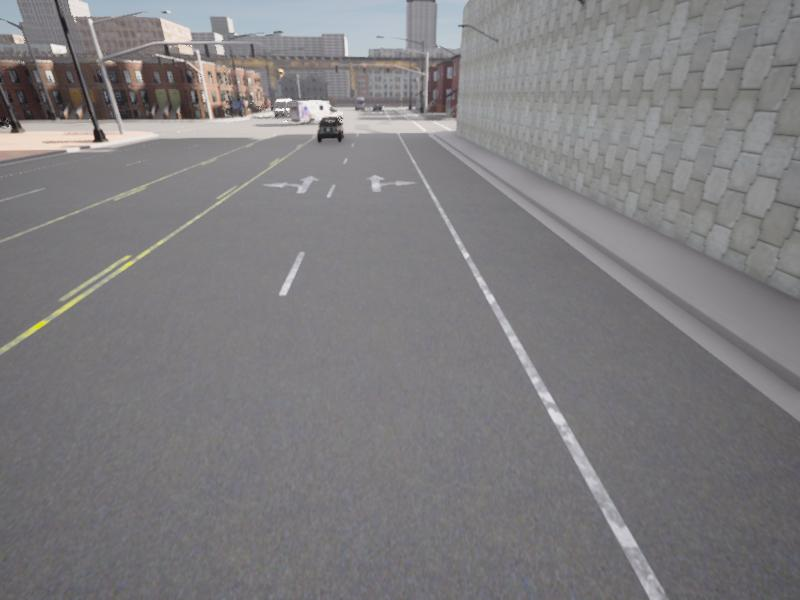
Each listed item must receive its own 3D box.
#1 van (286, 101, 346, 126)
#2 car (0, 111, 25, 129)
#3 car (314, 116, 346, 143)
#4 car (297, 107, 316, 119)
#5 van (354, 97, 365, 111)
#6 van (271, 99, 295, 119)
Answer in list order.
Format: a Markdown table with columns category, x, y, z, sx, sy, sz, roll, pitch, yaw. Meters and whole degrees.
| category | x | y | z | sx | sy | sz | roll | pitch | yaw |
| --- | --- | --- | --- | --- | --- | --- | --- | --- | --- |
| van | -9.567 | -21.592 | 46.172 | 6.366 | 2.431 | 2.351 | -22 | 35 | -36 |
| car | -42.029 | -18.317 | 40.709 | 5.238 | 1.638 | 1.930 | -2 | 27 | -3 |
| car | -5.140 | -12.764 | 29.826 | 1.851 | 1.617 | 3.988 | -1 | 27 | -3 |
| car | -13.864 | -27.752 | 59.368 | 1.994 | 1.385 | 4.181 | -1 | 27 | -2 |
| van | -9.100 | -44.056 | 89.907 | 1.988 | 2.561 | 5.915 | -4 | 28 | -9 |
| van | -17.411 | -28.581 | 59.711 | 1.988 | 2.561 | 5.915 | -1 | 27 | -3 |
